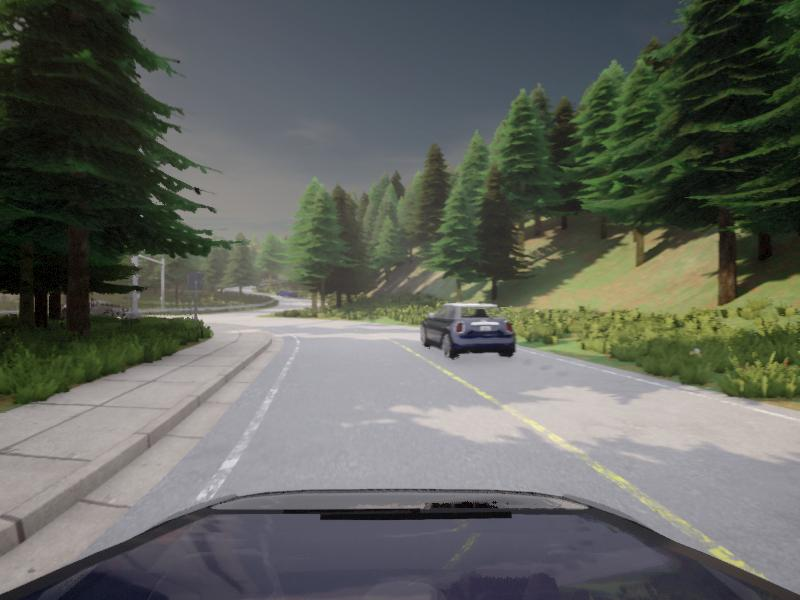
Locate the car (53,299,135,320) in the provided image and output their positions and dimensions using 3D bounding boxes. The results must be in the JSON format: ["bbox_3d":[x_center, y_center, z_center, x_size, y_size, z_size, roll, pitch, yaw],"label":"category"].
[{"bbox_3d":[-24.868,0.780,32.703,5.027,1.651,2.152,0,0,-1],"label":"car"}]

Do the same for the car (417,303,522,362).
[{"bbox_3d":[1.895,0.843,12.219,1.970,1.475,3.806,0,0,-11],"label":"car"}]

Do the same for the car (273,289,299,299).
[{"bbox_3d":[-21.082,-1.164,73.897,5.008,1.535,1.882,6,4,38],"label":"car"}]
